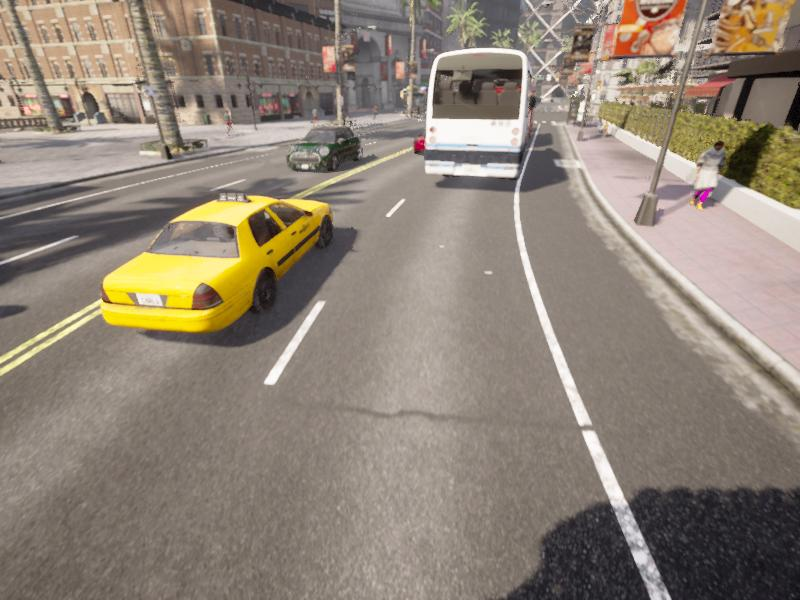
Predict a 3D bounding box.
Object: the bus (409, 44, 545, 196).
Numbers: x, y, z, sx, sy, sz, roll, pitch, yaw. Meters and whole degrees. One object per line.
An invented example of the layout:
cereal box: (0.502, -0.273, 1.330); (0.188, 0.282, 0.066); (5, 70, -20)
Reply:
bus: (3.678, -7.833, 17.133); (3.944, 4.253, 10.273); (8, 28, 15)

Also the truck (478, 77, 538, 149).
truck: (7.576, -12.912, 27.417); (2.891, 3.827, 8.468); (8, 29, 16)

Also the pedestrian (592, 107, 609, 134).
pedestrian: (15.679, -14.056, 31.324); (0.751, 1.860, 0.751); (7, 28, 13)

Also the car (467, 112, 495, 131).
car: (7.856, -17.264, 38.539); (1.994, 1.385, 4.181); (9, 29, 17)

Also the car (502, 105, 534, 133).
car: (10.709, -16.431, 36.158); (2.150, 2.045, 5.566); (9, 29, 17)

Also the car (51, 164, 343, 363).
car: (-2.715, -1.184, 7.206); (1.801, 1.575, 5.366); (4, 28, 8)

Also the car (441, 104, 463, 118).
car: (7.381, -26.833, 56.808); (1.930, 1.638, 5.238); (9, 29, 17)

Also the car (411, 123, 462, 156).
car: (2.207, -9.427, 23.381); (1.994, 1.385, 4.181); (9, 28, 17)

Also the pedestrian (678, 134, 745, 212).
pedestrian: (8.256, -3.387, 10.691); (0.751, 1.860, 0.751); (8, 28, 16)

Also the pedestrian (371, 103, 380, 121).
pedestrian: (-2.889, -22.334, 47.548); (0.751, 1.860, 0.751); (18, 32, 31)

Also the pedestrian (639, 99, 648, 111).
pedestrian: (42.586, -34.101, 69.969); (0.751, 1.860, 0.751); (4, 28, 8)

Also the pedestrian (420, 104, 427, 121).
pedestrian: (2.981, -23.614, 50.312); (0.751, 1.860, 0.751); (8, 28, 15)

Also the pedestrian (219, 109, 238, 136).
pedestrian: (-13.125, -13.580, 30.659); (0.751, 1.860, 0.751); (7, 28, 13)

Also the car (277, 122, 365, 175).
car: (-3.431, -7.148, 18.548); (2.097, 1.767, 4.553); (7, 28, 14)

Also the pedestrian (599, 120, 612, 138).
pedestrian: (14.743, -12.277, 28.708); (0.500, 1.100, 0.500); (8, 28, 16)

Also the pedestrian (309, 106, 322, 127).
pedestrian: (-8.174, -17.814, 38.828); (0.751, 1.860, 0.751); (11, 29, 21)
